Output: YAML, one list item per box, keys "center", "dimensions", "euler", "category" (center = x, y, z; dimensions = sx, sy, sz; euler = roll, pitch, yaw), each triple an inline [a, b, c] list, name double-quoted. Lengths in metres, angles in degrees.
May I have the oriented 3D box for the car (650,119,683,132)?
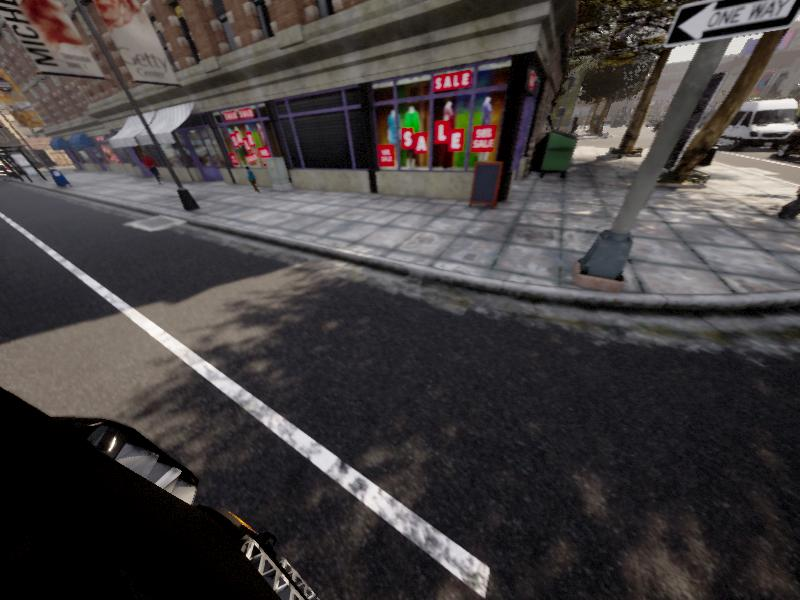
- center: [43.600, -28.670, 37.921]
  dimensions: [2.128, 1.511, 4.902]
  euler: [16, 40, 25]
  category: "car"

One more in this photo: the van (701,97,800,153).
- center: [23.690, -11.720, 15.477]
  dimensions: [1.988, 2.561, 5.915]
  euler: [16, 41, 25]
  category: "van"

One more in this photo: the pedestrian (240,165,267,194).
- center: [-6.678, -5.485, 10.537]
  dimensions: [0.500, 1.100, 0.500]
  euler: [16, 40, 25]
  category: "pedestrian"

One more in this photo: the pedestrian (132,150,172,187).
- center: [-15.291, -8.122, 14.291]
  dimensions: [0.751, 1.860, 0.751]
  euler: [17, 41, 26]
  category: "pedestrian"

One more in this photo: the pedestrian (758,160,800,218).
- center: [8.894, -2.718, 4.685]
  dimensions: [0.751, 1.860, 0.751]
  euler: [-10, 36, -8]
  category: "pedestrian"

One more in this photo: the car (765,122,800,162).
- center: [19.836, -7.085, 10.334]
  dimensions: [1.837, 1.490, 4.892]
  euler: [16, 40, 25]
  category: "car"

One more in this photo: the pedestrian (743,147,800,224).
- center: [8.321, -2.327, 4.676]
  dimensions: [0.751, 1.300, 0.751]
  euler: [-3, 36, 1]
  category: "pedestrian"

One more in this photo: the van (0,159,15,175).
- center: [-64.480, -20.334, 35.661]
  dimensions: [4.480, 2.038, 2.069]
  euler: [-16, 38, -16]
  category: "van"

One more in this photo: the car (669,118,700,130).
- center: [49.239, -30.593, 40.077]
  dimensions: [1.837, 1.490, 4.892]
  euler: [16, 40, 25]
  category: "car"

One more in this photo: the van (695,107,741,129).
- center: [52.107, -29.973, 38.073]
  dimensions: [1.988, 2.561, 5.915]
  euler: [16, 40, 25]
  category: "van"

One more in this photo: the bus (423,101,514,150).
- center: [8.454, -22.400, 30.095]
  dimensions: [10.273, 4.253, 3.944]
  euler: [16, 40, 25]
  category: "bus"

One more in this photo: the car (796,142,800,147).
- center: [25.492, -9.074, 12.493]
  dimensions: [1.801, 1.575, 5.366]
  euler: [16, 40, 25]
  category: "car"
